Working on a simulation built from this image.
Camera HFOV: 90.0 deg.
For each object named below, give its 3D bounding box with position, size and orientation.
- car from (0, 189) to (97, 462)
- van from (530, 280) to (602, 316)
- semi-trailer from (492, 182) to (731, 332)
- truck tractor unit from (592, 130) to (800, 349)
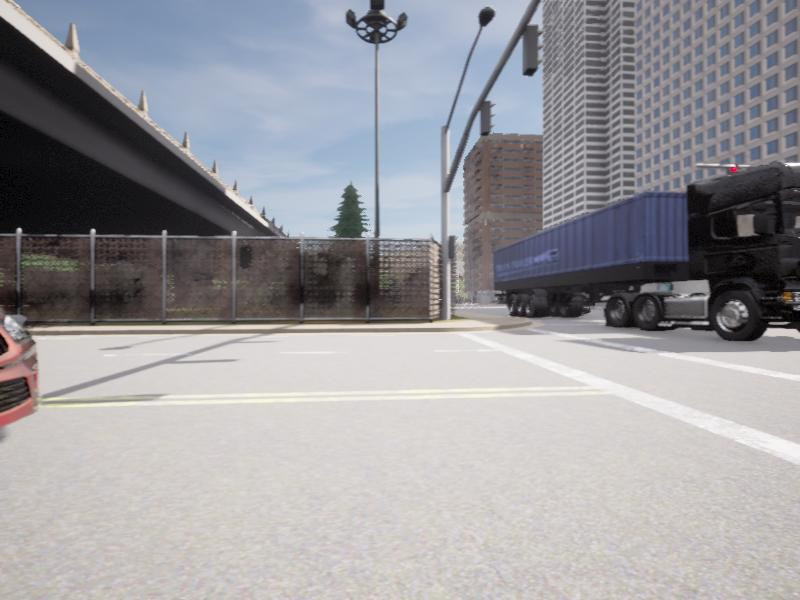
[{"bbox_3d":[-4.716,0.166,1.993,4.611,1.667,2.242,0,0,-5],"label":"car"},{"bbox_3d":[10.292,-0.102,25.267,2.069,2.038,4.480,0,0,-11],"label":"van"},{"bbox_3d":[7.910,-1.282,18.938,2.717,4.402,14.254,0,0,-5],"label":"semi-trailer"},{"bbox_3d":[8.611,-1.156,11.055,3.053,4.208,6.516,0,0,-5],"label":"truck tractor unit"}]
